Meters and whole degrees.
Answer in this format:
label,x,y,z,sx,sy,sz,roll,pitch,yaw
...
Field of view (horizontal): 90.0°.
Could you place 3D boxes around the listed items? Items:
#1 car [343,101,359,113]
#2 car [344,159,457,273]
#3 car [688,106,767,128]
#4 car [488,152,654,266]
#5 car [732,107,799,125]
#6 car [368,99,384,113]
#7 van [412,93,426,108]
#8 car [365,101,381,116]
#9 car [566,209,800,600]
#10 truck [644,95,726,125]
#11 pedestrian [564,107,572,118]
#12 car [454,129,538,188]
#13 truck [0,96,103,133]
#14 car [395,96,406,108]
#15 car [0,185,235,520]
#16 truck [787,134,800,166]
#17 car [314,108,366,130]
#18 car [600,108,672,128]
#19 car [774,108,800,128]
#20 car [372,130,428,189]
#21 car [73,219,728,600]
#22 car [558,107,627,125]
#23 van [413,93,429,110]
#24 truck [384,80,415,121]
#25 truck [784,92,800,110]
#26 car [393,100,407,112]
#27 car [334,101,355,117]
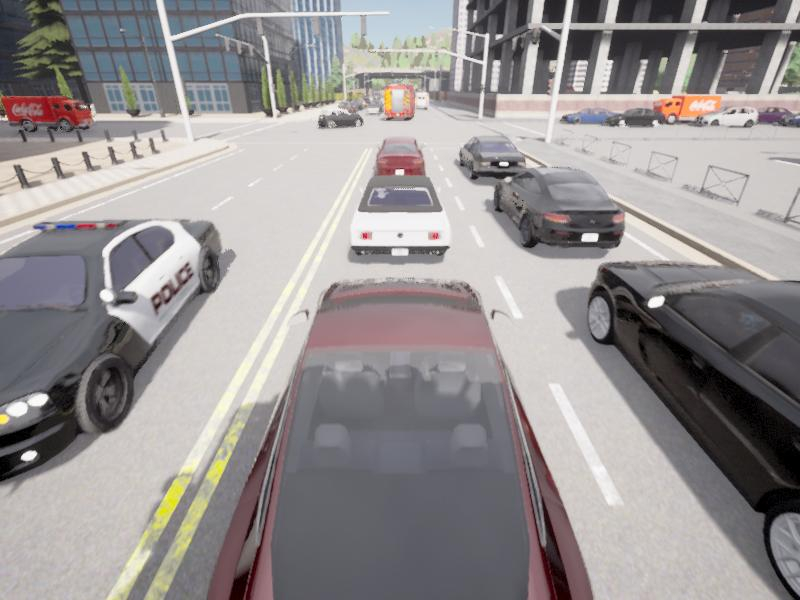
label,x,y,z,sx,sy,sz,roll,pitch,yaw
car,-6.981,-27.634,57.237,1.845,1.501,3.633,0,28,0
car,0.006,-2.166,9.112,1.895,1.301,4.718,0,28,0
car,28.192,-15.873,34.637,4.611,1.667,2.242,0,28,0
car,3.500,-2.366,9.335,1.812,1.442,4.674,0,28,0
car,34.426,-17.425,37.797,4.193,1.474,1.816,0,28,0
car,-3.479,-28.647,59.059,2.033,1.649,4.856,0,28,0
van,3.528,-37.781,75.541,2.351,2.431,6.366,0,28,0
car,-3.484,-25.091,52.323,1.851,1.617,3.988,0,28,0
car,3.504,0.609,3.583,1.882,1.535,5.008,0,28,0
truck,26.544,-17.855,37.544,5.204,2.467,2.627,0,28,0
pedestrian,18.027,-20.113,42.928,0.500,1.100,0.500,0,28,-1
car,3.509,-5.727,15.773,2.033,1.411,5.357,0,28,0
truck,-26.864,-14.384,30.934,5.204,2.467,2.627,0,28,0
car,0.026,-36.531,73.768,1.932,1.855,4.605,0,28,0
car,-3.894,-0.088,4.914,2.038,1.542,4.974,-3,28,-5
truck,17.650,-5.719,14.706,2.069,2.038,4.478,0,28,0
car,-5.134,-15.666,34.495,3.806,1.475,1.970,-18,33,-31
car,20.357,-15.785,34.656,4.892,1.490,1.837,0,28,0
car,35.476,-15.797,34.704,3.806,1.475,1.970,0,28,0
car,0.002,-5.478,15.245,1.812,1.442,4.674,0,28,0
car,0.002,0.720,3.431,2.163,1.488,4.792,0,28,0
car,18.099,-17.368,37.772,5.357,1.411,2.033,0,28,0
van,3.525,-33.347,67.118,2.351,2.431,6.366,0,28,0
truck,0.046,-22.925,45.840,2.891,3.827,8.468,2,28,4
truck,64.998,-31.529,63.311,5.204,2.467,2.615,0,28,0
car,0.021,-29.532,60.827,2.038,1.542,4.974,0,28,0
car,-6.982,-24.286,50.775,2.033,1.649,4.856,0,28,0
